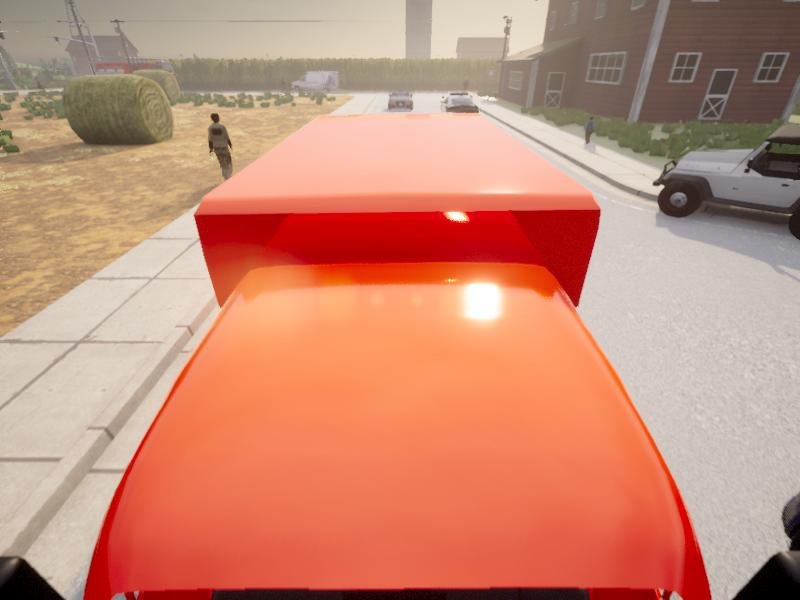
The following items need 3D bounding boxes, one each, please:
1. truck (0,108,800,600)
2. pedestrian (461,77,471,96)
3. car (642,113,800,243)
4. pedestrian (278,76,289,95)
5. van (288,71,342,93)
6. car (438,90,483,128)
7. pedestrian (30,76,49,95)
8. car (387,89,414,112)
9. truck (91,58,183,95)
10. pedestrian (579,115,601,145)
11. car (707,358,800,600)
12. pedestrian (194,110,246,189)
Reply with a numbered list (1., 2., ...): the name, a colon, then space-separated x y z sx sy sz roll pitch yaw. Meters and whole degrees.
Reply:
1. truck: -0.003 0.123 3.269 2.627 2.467 5.204 -1 32 1
2. pedestrian: 7.201 -23.296 43.628 0.751 1.860 0.751 -3 30 -5
3. car: 7.687 -2.603 8.263 1.905 1.878 3.866 -30 40 -32
4. pedestrian: -13.507 -24.873 46.367 0.751 1.860 0.751 8 31 13
5. van: -11.051 -28.700 52.698 6.366 2.431 2.351 1 30 1
6. car: 3.550 -11.810 24.558 1.930 1.638 5.238 0 31 0
7. pedestrian: -41.447 -24.649 45.973 0.751 1.860 0.751 -2 30 -3
8. car: 0.052 -15.937 31.881 1.994 1.385 4.181 0 30 0
9. truck: -32.392 -27.717 49.626 8.468 3.827 2.891 1 30 1
10. pedestrian: 7.892 -7.077 16.657 0.500 1.100 0.500 5 31 9
11. car: 3.508 2.188 0.734 2.163 1.488 4.792 0 31 0
12. pedestrian: -4.720 -3.984 10.611 0.751 1.860 0.751 -4 31 -6
